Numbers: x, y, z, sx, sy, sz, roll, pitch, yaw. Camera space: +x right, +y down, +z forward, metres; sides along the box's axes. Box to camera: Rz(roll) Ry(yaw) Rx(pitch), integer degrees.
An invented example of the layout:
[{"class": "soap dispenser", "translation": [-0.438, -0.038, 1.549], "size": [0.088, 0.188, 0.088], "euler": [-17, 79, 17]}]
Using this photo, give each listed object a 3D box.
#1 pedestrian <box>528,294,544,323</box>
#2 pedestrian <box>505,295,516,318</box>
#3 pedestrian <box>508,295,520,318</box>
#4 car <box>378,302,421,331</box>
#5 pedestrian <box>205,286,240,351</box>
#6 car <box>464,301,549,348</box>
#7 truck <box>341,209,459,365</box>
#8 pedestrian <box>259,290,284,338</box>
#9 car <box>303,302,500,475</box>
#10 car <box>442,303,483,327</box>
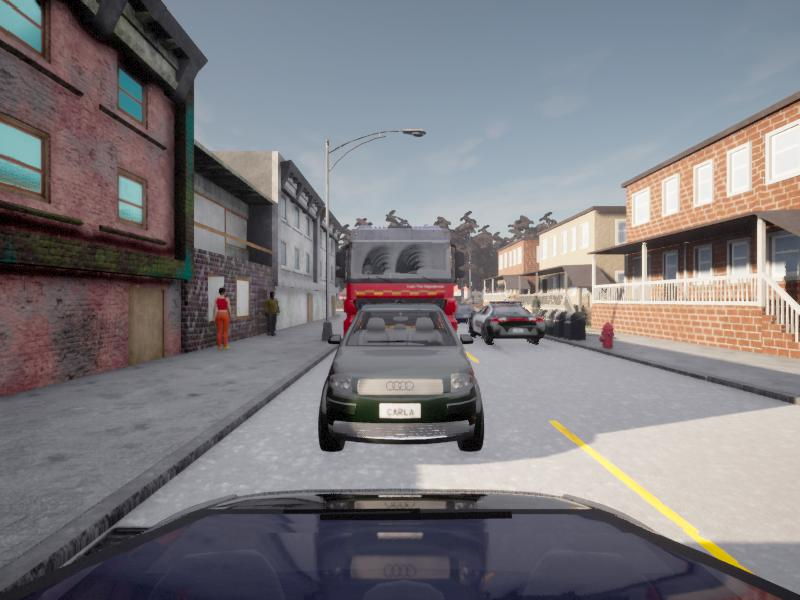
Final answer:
[{"class": "pedestrian", "translation": [8.616, 0.533, 25.299], "size": [0.751, 1.860, 0.751], "euler": [0, 0, 0]}, {"class": "pedestrian", "translation": [9.224, 0.533, 33.473], "size": [0.751, 1.860, 0.751], "euler": [0, 0, 0]}, {"class": "pedestrian", "translation": [9.272, 0.533, 32.659], "size": [0.751, 1.860, 0.751], "euler": [0, 0, 0]}, {"class": "car", "translation": [-0.021, 0.851, 22.747], "size": [2.163, 1.488, 4.792], "euler": [0, 0, 0]}, {"class": "pedestrian", "translation": [-5.233, 0.533, 11.816], "size": [0.751, 1.860, 0.751], "euler": [0, 0, -7]}, {"class": "car", "translation": [3.994, 0.828, 15.944], "size": [2.038, 1.542, 4.974], "euler": [0, 0, 0]}, {"class": "truck", "translation": [-0.010, -0.321, 14.022], "size": [2.891, 3.827, 8.468], "euler": [0, 0, 0]}, {"class": "pedestrian", "translation": [-5.176, 0.533, 16.116], "size": [0.751, 1.860, 0.751], "euler": [0, 0, -36]}, {"class": "car", "translation": [0.007, 0.815, 5.489], "size": [1.789, 1.549, 3.705], "euler": [0, 0, 0]}, {"class": "car", "translation": [3.972, 0.908, 25.980], "size": [1.994, 1.385, 4.181], "euler": [0, 0, 0]}]
